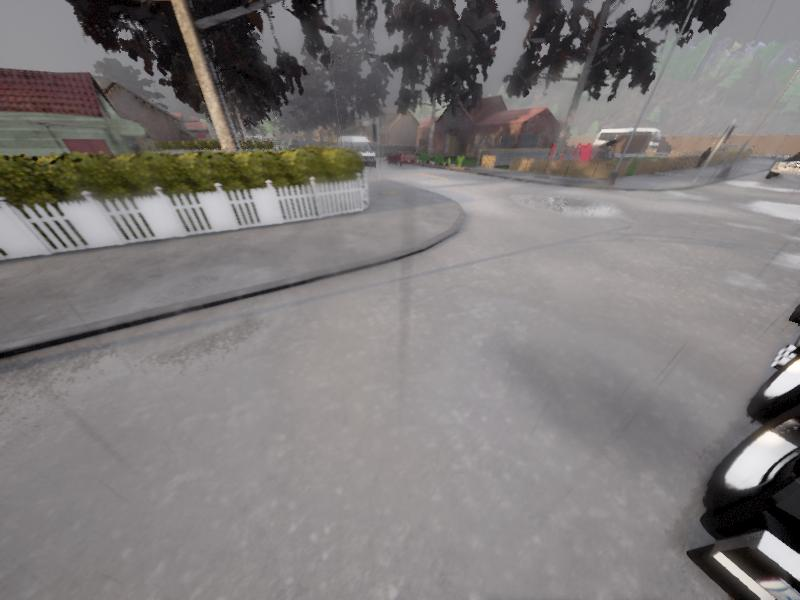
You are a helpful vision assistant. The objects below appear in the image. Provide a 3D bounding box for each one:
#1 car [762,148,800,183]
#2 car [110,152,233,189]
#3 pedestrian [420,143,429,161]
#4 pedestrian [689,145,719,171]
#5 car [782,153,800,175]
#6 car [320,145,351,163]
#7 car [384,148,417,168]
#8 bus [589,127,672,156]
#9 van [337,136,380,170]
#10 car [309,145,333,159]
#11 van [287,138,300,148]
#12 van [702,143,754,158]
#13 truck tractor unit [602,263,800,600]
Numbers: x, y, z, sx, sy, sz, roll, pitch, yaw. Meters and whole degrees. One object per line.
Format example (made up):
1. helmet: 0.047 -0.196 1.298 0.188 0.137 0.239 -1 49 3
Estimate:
1. car: 28.869 -9.720 16.588 4.605 1.855 1.932 -18 39 -24
2. car: -11.593 -6.949 12.245 4.181 1.381 1.994 -18 39 -24
3. pedestrian: 2.971 -18.083 28.189 0.751 1.860 0.751 -18 39 -24
4. pedestrian: 26.876 -12.561 20.449 0.751 1.860 0.751 -18 39 -25
5. car: 35.694 -11.787 19.956 4.892 1.490 1.837 -18 39 -24
6. car: -8.116 -18.311 28.857 2.152 1.651 5.027 -18 39 -24
7. car: -0.012 -14.789 23.941 1.845 1.501 3.633 -18 39 -24
8. bus: 45.610 -31.845 46.474 3.944 4.253 10.273 -18 39 -24
9. van: -4.283 -14.881 23.162 1.988 2.561 5.915 -18 39 -24
10. car: -11.716 -21.855 33.960 1.801 1.575 5.366 -18 39 -24
11. van: -31.302 -46.227 67.971 1.988 2.561 5.915 -18 39 -24
12. van: 55.616 -25.411 39.289 1.775 1.987 4.442 -18 39 -24
13. truck tractor unit: 5.109 -0.302 0.785 6.516 4.208 3.053 -18 39 -24
